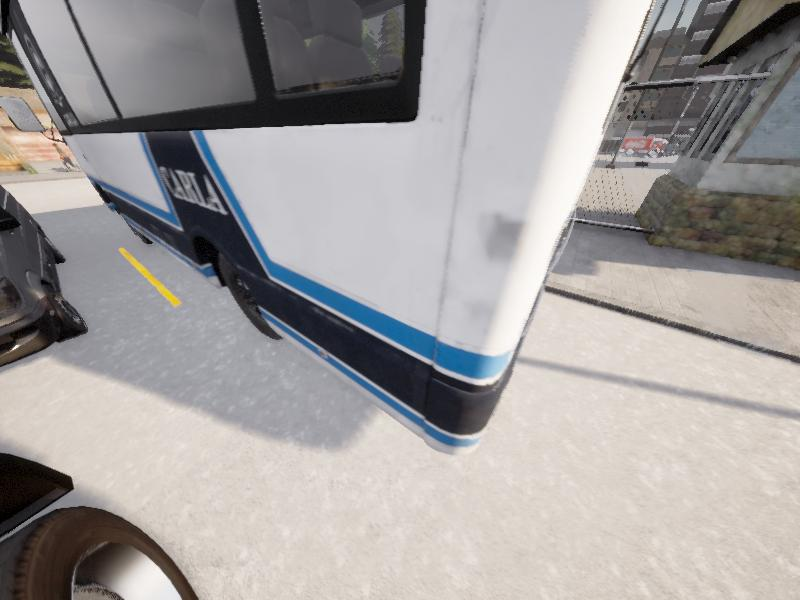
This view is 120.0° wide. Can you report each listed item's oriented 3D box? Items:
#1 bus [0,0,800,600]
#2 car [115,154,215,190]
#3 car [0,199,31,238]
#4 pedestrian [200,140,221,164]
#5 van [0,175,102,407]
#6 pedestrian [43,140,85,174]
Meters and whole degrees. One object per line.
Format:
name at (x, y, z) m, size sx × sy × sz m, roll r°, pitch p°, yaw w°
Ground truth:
bus at (-2.793, -2.587, 3.879) m, size 10.273 × 4.253 × 3.944 m, roll 23°, pitch 41°, yaw 29°
car at (-13.162, -7.588, 13.472) m, size 1.895 × 1.301 × 4.718 m, roll -6°, pitch 36°, yaw -9°
car at (-12.574, -2.568, 6.116) m, size 3.705 × 1.549 × 1.789 m, roll 15°, pitch 38°, yaw 20°
pedestrian at (-17.860, -13.972, 21.794) m, size 0.751 × 1.860 × 0.751 m, roll 22°, pitch 40°, yaw 27°
van at (-6.594, -0.864, 2.895) m, size 5.915 × 2.561 × 1.988 m, roll 24°, pitch 41°, yaw 30°
pedestrian at (-22.635, -9.652, 15.614) m, size 0.751 × 1.860 × 0.751 m, roll 22°, pitch 40°, yaw 27°
